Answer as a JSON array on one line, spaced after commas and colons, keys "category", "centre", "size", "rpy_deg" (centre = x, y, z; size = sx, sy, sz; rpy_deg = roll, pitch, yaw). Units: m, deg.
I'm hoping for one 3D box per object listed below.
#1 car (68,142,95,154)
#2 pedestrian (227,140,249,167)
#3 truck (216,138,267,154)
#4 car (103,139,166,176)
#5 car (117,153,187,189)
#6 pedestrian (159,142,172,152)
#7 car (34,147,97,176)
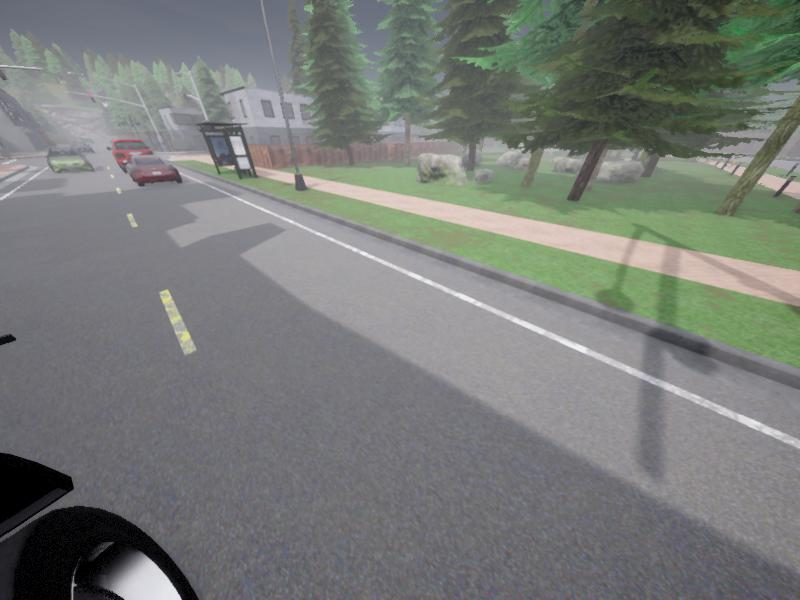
[{"category": "car", "centre": [-49.025, -23.455, 35.611], "size": [4.181, 1.385, 1.994], "rpy_deg": [28, 44, 34]}, {"category": "pedestrian", "centre": [-13.613, -12.361, 19.458], "size": [0.751, 1.860, 0.751], "rpy_deg": [29, 44, 34]}, {"category": "truck", "centre": [-26.201, -25.862, 38.615], "size": [2.390, 2.098, 6.274], "rpy_deg": [22, 40, 27]}, {"category": "car", "centre": [-20.271, -11.010, 17.608], "size": [5.566, 2.045, 2.150], "rpy_deg": [28, 44, 34]}, {"category": "car", "centre": [-14.409, -7.579, 13.376], "size": [4.181, 1.385, 1.994], "rpy_deg": [28, 44, 34]}, {"category": "pedestrian", "centre": [-36.524, -23.767, 35.938], "size": [0.751, 1.300, 0.751], "rpy_deg": [21, 40, 26]}, {"category": "car", "centre": [-24.634, -10.444, 17.208], "size": [4.514, 1.525, 2.007], "rpy_deg": [28, 44, 34]}]
